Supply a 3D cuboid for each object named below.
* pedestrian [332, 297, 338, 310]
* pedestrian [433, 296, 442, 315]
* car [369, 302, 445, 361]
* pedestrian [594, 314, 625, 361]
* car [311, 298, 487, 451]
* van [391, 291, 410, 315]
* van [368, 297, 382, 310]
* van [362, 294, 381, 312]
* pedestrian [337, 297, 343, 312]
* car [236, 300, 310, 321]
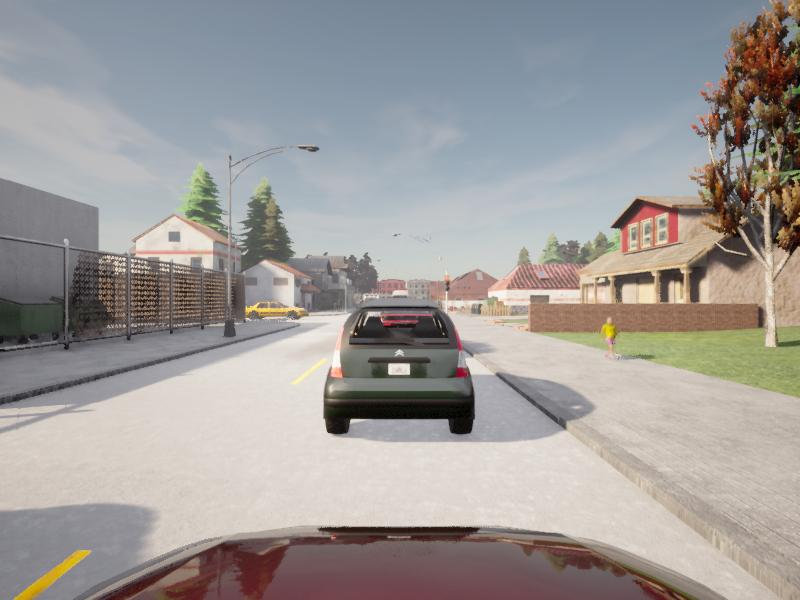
[{"bbox_3d":[-9.266,0.533,57.316,0.751,1.860,0.751,0,0,0],"label":"pedestrian"},{"bbox_3d":[3.680,0.533,39.376,0.751,1.860,0.751,0,0,19],"label":"pedestrian"},{"bbox_3d":[0.127,0.828,12.723,2.007,1.525,4.514,0,0,-2],"label":"car"},{"bbox_3d":[5.175,0.913,9.882,0.500,1.100,0.500,0,0,0],"label":"pedestrian"},{"bbox_3d":[-0.005,0.788,6.219,1.851,1.617,3.988,0,0,0],"label":"car"},{"bbox_3d":[0.090,0.322,44.772,1.988,2.561,5.915,0,0,1],"label":"van"},{"bbox_3d":[-4.048,0.570,65.642,2.069,2.038,4.480,0,0,0],"label":"van"},{"bbox_3d":[-4.044,0.377,57.411,2.351,2.431,6.366,0,0,0],"label":"van"},{"bbox_3d":[-7.354,0.534,48.952,0.751,1.860,0.751,0,0,-10],"label":"pedestrian"},{"bbox_3d":[-10.063,0.801,32.016,5.366,1.575,1.801,0,0,-3],"label":"car"}]
